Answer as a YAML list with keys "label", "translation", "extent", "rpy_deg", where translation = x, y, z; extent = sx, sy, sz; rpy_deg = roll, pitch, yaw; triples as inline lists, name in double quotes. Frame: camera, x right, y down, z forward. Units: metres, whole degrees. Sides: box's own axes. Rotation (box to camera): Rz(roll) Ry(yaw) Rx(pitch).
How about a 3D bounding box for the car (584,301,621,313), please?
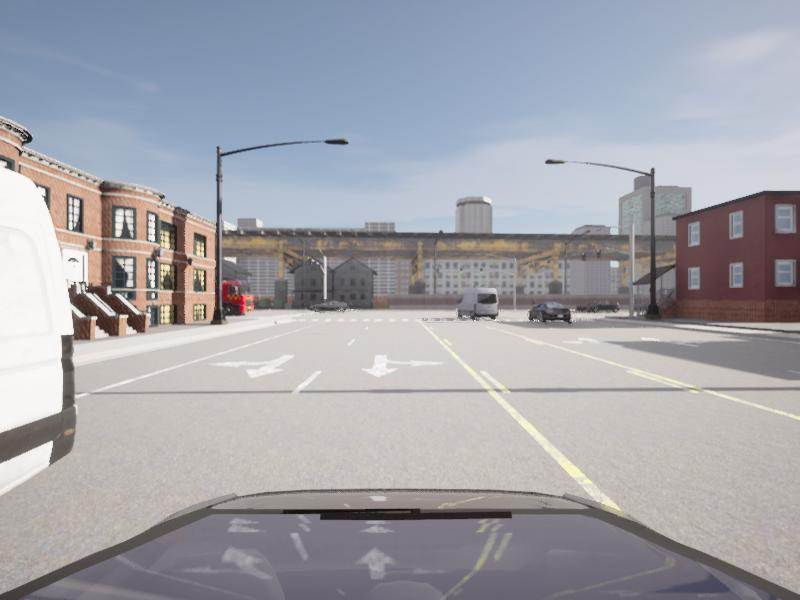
- label: "car"
  translation: [25.327, 0.844, 50.007]
  extent: [3.705, 1.549, 1.789]
  rpy_deg: [0, 0, 0]

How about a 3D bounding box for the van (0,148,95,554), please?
- label: "van"
  translation: [-3.510, 0.323, 0.352]
  extent: [1.988, 2.561, 5.915]
  rpy_deg: [0, 0, 0]

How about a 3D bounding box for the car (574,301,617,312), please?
- label: "car"
  translation: [26.137, 0.875, 53.509]
  extent: [4.892, 1.490, 1.837]
  rpy_deg: [0, 0, 0]

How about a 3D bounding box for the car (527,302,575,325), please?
- label: "car"
  translation: [10.516, 0.886, 28.247]
  extent: [1.812, 1.442, 4.674]
  rpy_deg: [0, 0, 2]

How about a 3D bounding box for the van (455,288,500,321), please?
- label: "van"
  translation: [6.407, 0.342, 33.849]
  extent: [1.988, 2.561, 5.915]
  rpy_deg: [0, 0, -7]

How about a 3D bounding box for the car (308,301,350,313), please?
- label: "car"
  translation: [-8.790, 0.865, 49.866]
  extent: [4.902, 1.511, 2.128]
  rpy_deg: [0, 0, 0]

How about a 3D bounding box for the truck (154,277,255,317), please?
- label: "truck"
  translation: [-19.040, -0.298, 39.319]
  extent: [8.468, 3.827, 2.891]
  rpy_deg: [0, 0, 0]
